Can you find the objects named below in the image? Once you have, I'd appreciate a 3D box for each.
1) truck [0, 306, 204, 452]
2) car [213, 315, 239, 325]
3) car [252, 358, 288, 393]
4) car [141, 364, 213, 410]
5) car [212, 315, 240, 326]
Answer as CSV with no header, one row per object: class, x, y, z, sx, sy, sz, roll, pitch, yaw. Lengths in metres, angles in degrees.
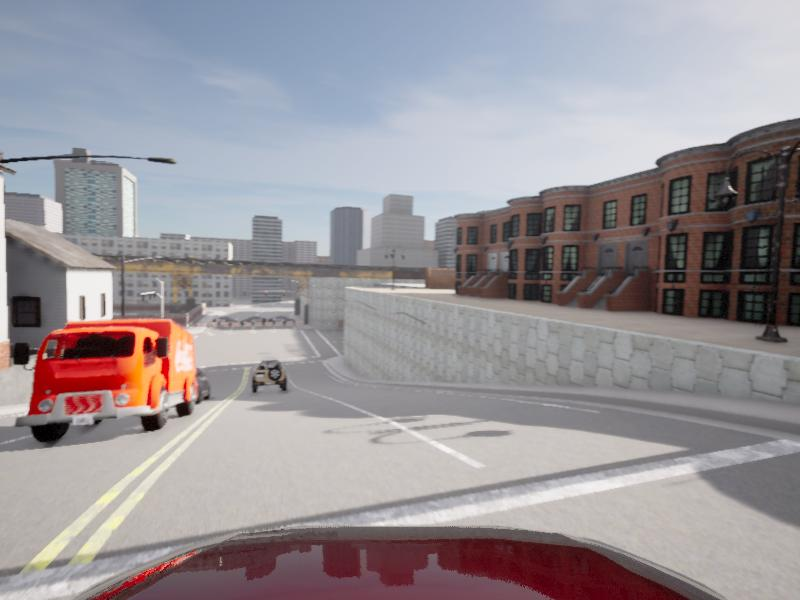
truck,-6.597,1.793,9.738,2.627,2.467,5.204,-1,-10,-19
car,-31.981,3.653,73.449,4.536,1.218,1.853,3,3,25
car,-8.076,4.643,24.761,1.932,1.855,4.605,0,-10,-19
car,-8.802,3.436,16.192,1.816,1.474,4.193,0,-10,-19
car,-31.938,3.813,73.436,4.974,1.542,2.038,3,3,25
